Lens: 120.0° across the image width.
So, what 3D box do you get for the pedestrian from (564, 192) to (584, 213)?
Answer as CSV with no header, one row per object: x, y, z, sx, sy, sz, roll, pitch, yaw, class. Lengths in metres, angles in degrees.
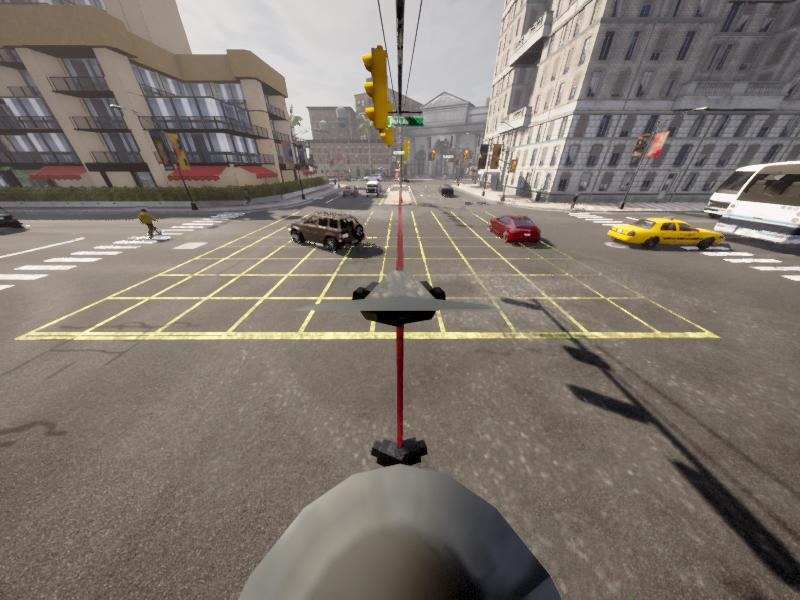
17.153,-9.659,22.827,0.751,1.860,0.751,1,30,1,pedestrian

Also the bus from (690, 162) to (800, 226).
31.816,-8.515,18.502,10.273,4.253,3.944,0,30,0,bus

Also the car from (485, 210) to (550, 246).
7.250,-4.755,14.872,1.994,1.385,4.181,0,30,0,car

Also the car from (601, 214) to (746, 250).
15.311,-3.961,13.285,5.366,1.575,1.801,2,30,3,car

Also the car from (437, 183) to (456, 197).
7.319,-17.692,37.008,1.930,1.638,5.238,0,30,0,car

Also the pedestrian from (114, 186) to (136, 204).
-32.174,-12.289,27.077,0.751,1.860,0.751,-1,30,-2,pedestrian

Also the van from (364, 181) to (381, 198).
-4.179,-17.084,35.556,2.069,2.038,4.480,0,30,0,van

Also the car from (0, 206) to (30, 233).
-29.552,-5.575,16.105,3.705,1.549,1.789,0,30,0,car

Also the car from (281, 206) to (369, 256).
-4.241,-4.064,13.163,4.605,1.855,1.932,17,33,27,car

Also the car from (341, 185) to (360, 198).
-7.682,-17.137,36.245,1.812,1.442,4.674,0,30,0,car

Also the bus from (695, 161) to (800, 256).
24.817,-5.130,12.639,10.273,4.253,3.944,0,30,0,bus

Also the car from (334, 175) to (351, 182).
-17.298,-36.714,69.712,4.605,1.855,1.932,0,30,1,car

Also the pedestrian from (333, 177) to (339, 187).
-13.719,-25.075,49.223,0.751,1.860,0.751,3,30,6,pedestrian

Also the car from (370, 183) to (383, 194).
-4.167,-20.061,41.308,1.812,1.442,4.674,0,30,0,car

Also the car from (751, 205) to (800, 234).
28.522,-5.679,16.236,3.988,1.617,1.851,0,30,0,car

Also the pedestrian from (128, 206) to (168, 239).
-15.786,-4.863,14.519,0.751,1.860,0.751,1,30,1,pedestrian

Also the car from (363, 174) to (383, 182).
-8.169,-36.738,69.584,5.566,2.045,2.150,0,30,1,car

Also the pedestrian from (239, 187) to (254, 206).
-17.133,-11.564,25.821,0.751,1.860,0.751,21,36,32,pedestrian
